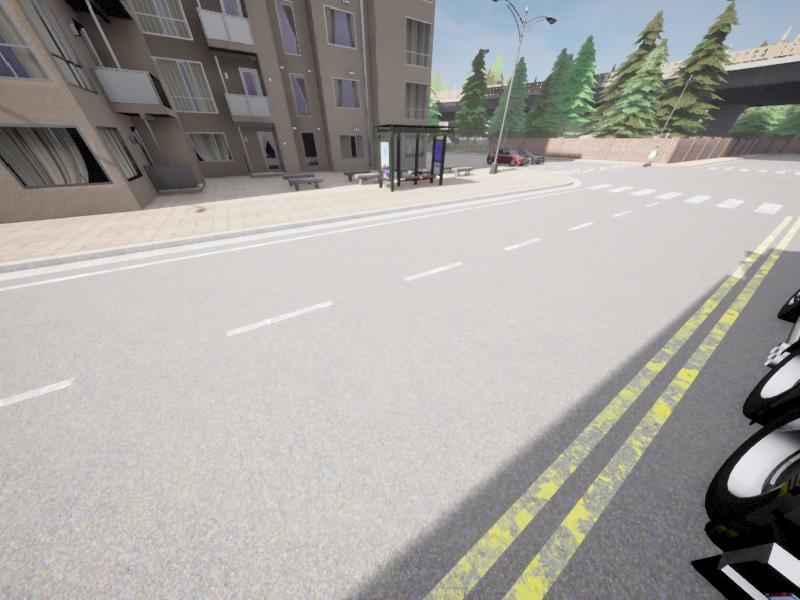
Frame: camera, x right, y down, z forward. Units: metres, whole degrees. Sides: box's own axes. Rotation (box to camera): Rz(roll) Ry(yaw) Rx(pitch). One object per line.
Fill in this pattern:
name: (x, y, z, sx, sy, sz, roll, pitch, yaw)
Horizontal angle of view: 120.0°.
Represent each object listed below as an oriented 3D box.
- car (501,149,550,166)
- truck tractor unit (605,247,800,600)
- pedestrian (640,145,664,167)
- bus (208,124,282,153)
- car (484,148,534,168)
car: (13.808, -15.898, 25.637, 1.994, 1.385, 4.181, -20, 40, -27)
truck tractor unit: (5.080, -0.330, 0.821, 6.516, 4.208, 3.053, -19, 39, -25)
pedestrian: (24.970, -14.287, 22.934, 0.751, 1.860, 0.751, -18, 39, -24)
bus: (-28.730, -30.444, 43.681, 10.273, 4.253, 3.944, -11, 36, -16)
car: (11.059, -14.707, 23.812, 1.816, 1.474, 4.193, -20, 39, -26)
